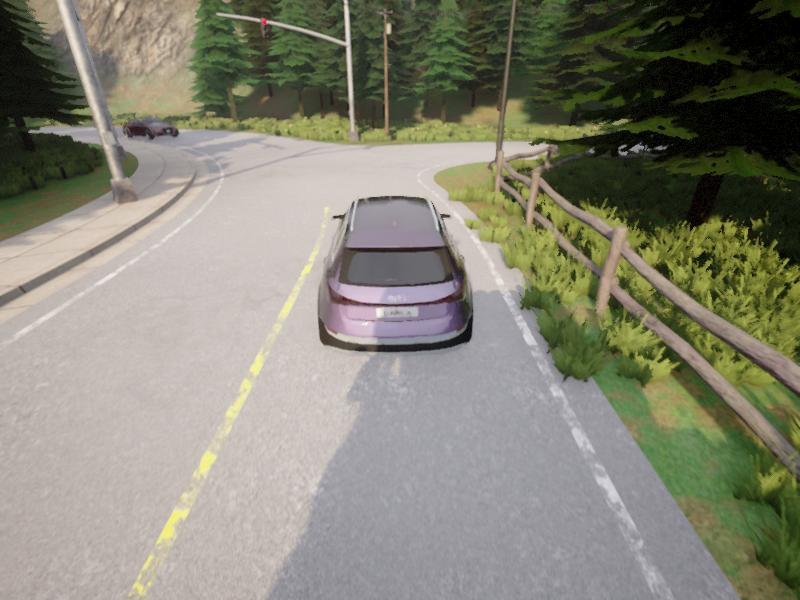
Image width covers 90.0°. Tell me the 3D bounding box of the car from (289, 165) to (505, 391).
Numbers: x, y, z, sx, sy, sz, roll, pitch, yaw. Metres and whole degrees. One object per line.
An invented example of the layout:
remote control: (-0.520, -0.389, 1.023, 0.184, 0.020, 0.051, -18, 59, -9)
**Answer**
car: (-0.114, -0.850, 6.296, 2.033, 1.649, 4.856, -1, 28, -2)

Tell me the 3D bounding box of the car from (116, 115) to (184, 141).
car: (-17.688, -12.239, 28.343, 4.181, 1.385, 1.994, 15, 31, 26)
